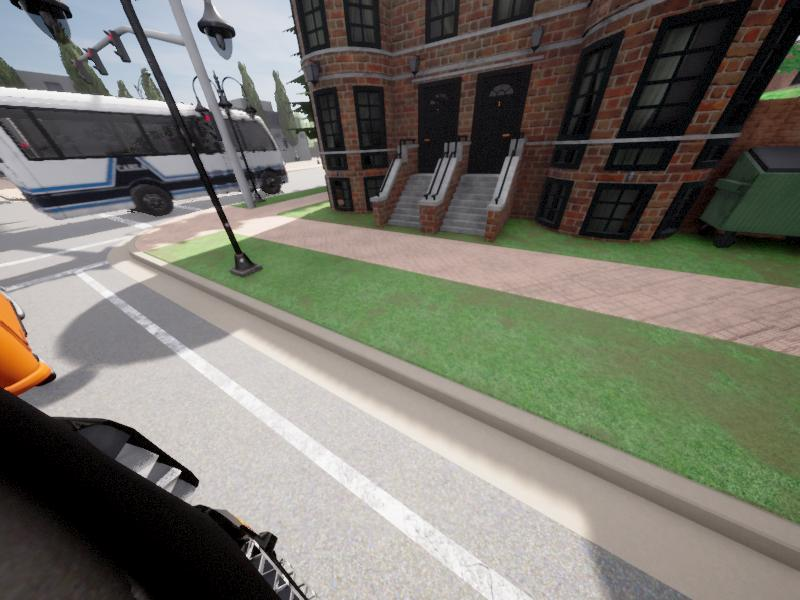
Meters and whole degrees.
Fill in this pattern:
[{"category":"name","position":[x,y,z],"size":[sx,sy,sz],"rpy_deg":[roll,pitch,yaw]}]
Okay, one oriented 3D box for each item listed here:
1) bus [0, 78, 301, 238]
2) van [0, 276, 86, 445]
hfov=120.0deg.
[{"category":"bus","position":[-10.942,-6.959,11.379],"size":[3.944,4.253,10.273],"rpy_deg":[16,38,26]},{"category":"van","position":[-5.885,0.146,2.362],"size":[4.442,1.987,1.775],"rpy_deg":[16,38,26]}]
